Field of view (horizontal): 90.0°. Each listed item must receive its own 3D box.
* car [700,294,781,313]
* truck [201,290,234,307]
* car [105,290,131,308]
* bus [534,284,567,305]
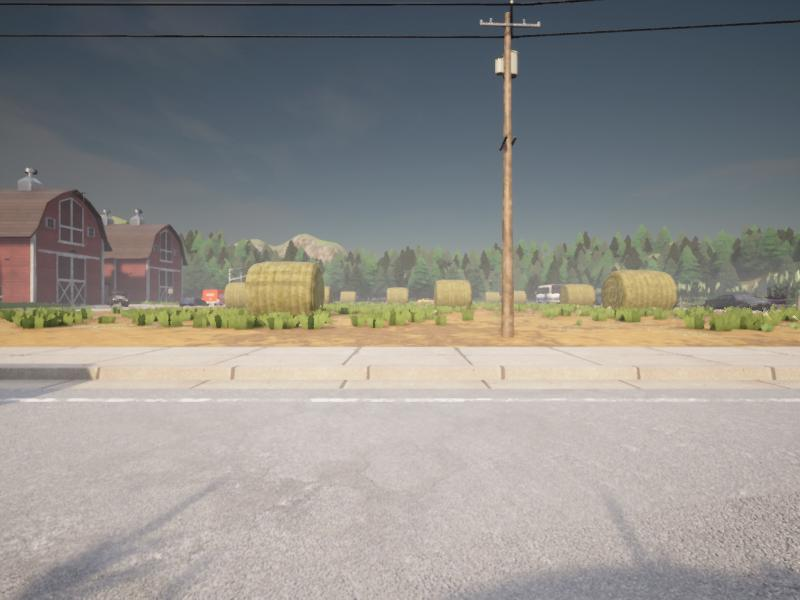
[{"bbox_3d":[26.597,0.259,31.568,2.033,1.411,5.357,0,0,3],"label":"car"},{"bbox_3d":[-27.701,-0.270,60.870,2.627,2.467,5.204,0,0,-1],"label":"truck"},{"bbox_3d":[-35.214,-0.138,49.956,1.905,1.878,3.866,8,-4,-43],"label":"car"},{"bbox_3d":[32.964,-1.174,88.301,3.944,4.253,10.273,0,0,3],"label":"bus"}]
